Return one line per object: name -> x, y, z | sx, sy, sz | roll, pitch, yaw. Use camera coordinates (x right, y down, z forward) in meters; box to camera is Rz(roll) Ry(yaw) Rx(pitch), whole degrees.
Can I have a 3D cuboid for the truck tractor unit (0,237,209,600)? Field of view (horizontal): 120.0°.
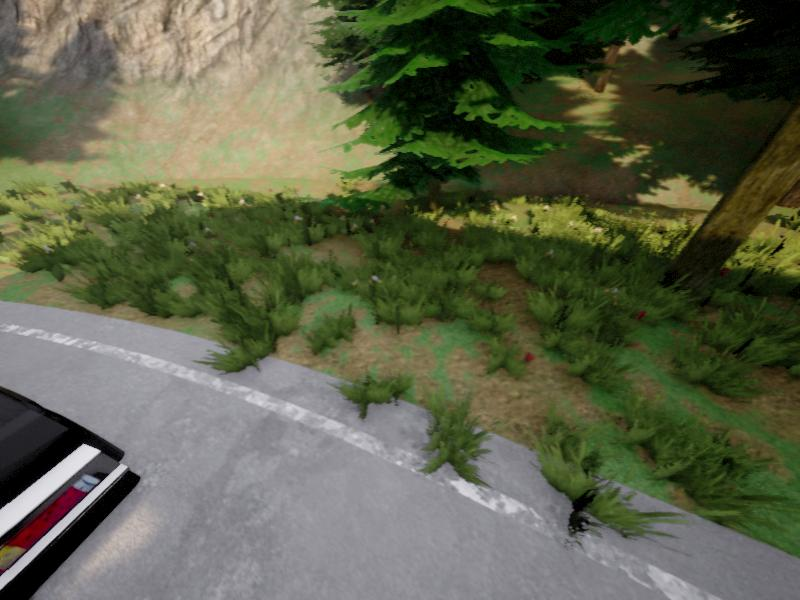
truck tractor unit -> -5.319, 0.000, 0.365 | 6.516, 4.208, 3.053 | 8, 36, 11
